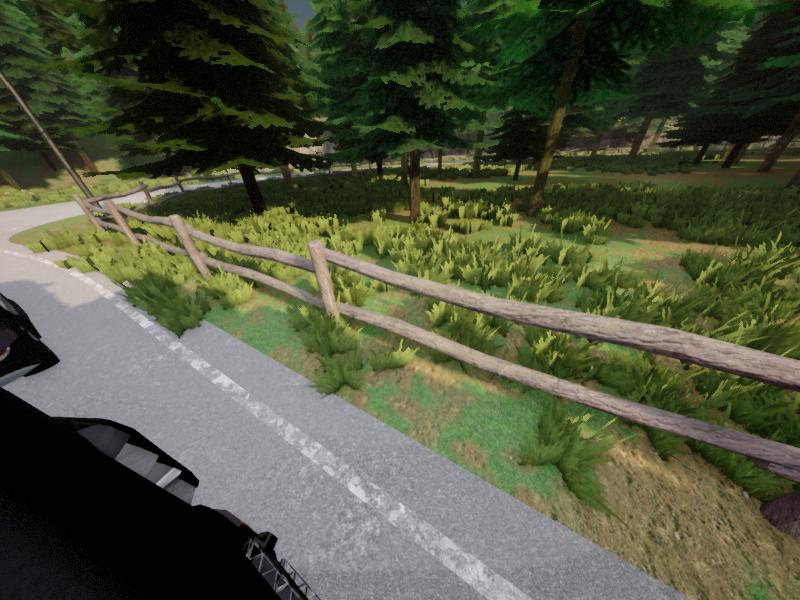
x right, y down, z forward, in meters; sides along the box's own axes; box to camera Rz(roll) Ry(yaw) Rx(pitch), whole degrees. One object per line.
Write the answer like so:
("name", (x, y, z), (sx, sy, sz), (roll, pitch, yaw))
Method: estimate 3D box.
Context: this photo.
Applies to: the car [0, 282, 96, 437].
("car", (-6.247, 0.282, 2.536), (4.856, 1.649, 2.033), (14, 37, 24))
